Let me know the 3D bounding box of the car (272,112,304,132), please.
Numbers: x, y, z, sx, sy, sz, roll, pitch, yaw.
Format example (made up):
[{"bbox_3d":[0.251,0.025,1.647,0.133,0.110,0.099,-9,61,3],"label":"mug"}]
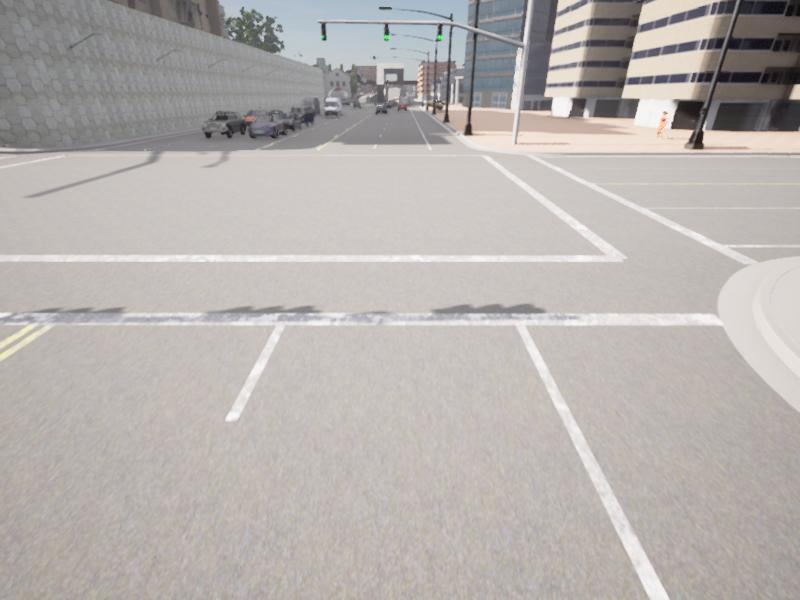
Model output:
[{"bbox_3d":[-10.300,-16.507,37.010,1.845,1.501,3.633,0,27,0],"label":"car"}]

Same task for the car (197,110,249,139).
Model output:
[{"bbox_3d":[-13.831,-13.926,31.616,1.932,1.855,4.605,0,27,0],"label":"car"}]

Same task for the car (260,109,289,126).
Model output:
[{"bbox_3d":[-13.753,-20.160,44.171,1.816,1.474,4.193,0,27,0],"label":"car"}]

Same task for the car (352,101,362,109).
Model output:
[{"bbox_3d":[-9.961,-44.960,92.259,1.789,1.549,3.705,0,27,0],"label":"car"}]

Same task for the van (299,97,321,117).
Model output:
[{"bbox_3d":[-13.654,-29.495,61.100,1.988,2.561,5.915,0,27,0],"label":"van"}]

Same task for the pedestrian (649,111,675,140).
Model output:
[{"bbox_3d":[18.480,-12.328,28.250,0.751,1.860,0.751,-3,27,-6],"label":"pedestrian"}]

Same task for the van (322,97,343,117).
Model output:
[{"bbox_3d":[-10.157,-29.187,60.501,1.988,2.561,5.915,0,27,0],"label":"van"}]

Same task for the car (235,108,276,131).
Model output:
[{"bbox_3d":[-13.789,-17.422,38.500,2.097,1.767,4.553,0,27,0],"label":"car"}]

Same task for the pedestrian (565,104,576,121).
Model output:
[{"bbox_3d":[21.917,-24.078,51.392,0.751,1.860,0.751,-3,27,-6],"label":"pedestrian"}]

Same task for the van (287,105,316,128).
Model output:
[{"bbox_3d":[-10.266,-19.306,41.947,1.775,1.987,4.442,0,27,0],"label":"van"}]

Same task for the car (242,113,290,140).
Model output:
[{"bbox_3d":[-10.332,-13.665,31.385,2.033,1.649,4.856,0,27,0],"label":"car"}]

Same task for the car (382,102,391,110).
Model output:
[{"bbox_3d":[-2.969,-44.127,90.832,1.970,1.475,3.806,0,27,0],"label":"car"}]
